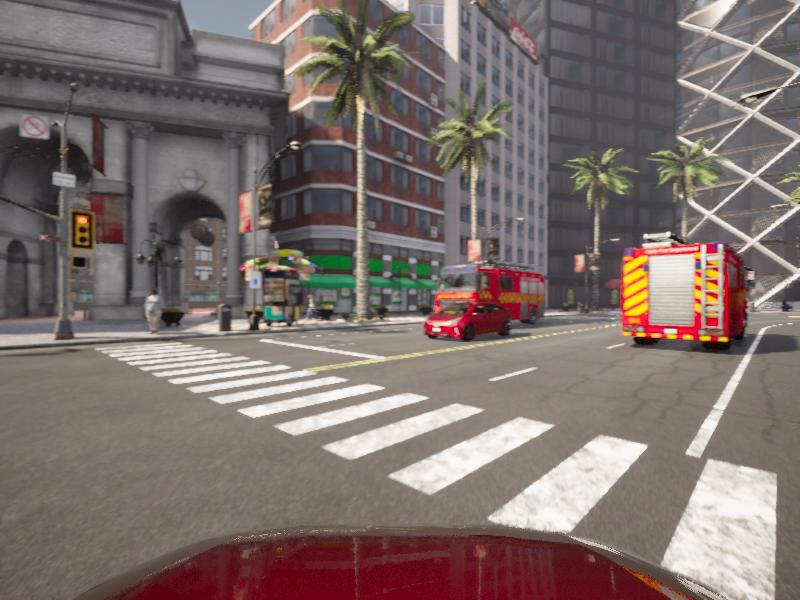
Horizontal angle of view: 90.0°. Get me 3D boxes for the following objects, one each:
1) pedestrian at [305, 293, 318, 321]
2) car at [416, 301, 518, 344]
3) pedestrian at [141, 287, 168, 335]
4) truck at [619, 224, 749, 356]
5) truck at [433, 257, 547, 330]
[{"bbox_3d":[-5.860,0.448,26.471,0.751,1.860,0.751,0,0,-9],"label":"pedestrian"},{"bbox_3d":[2.932,0.826,16.740,2.007,1.525,4.514,0,0,44],"label":"car"},{"bbox_3d":[-9.867,0.442,16.093,0.751,1.860,0.751,0,0,-14],"label":"pedestrian"},{"bbox_3d":[11.430,-0.295,15.633,2.891,3.827,8.468,0,0,44],"label":"truck"},{"bbox_3d":[5.873,-0.319,24.893,2.891,3.827,8.468,0,0,44],"label":"truck"}]
